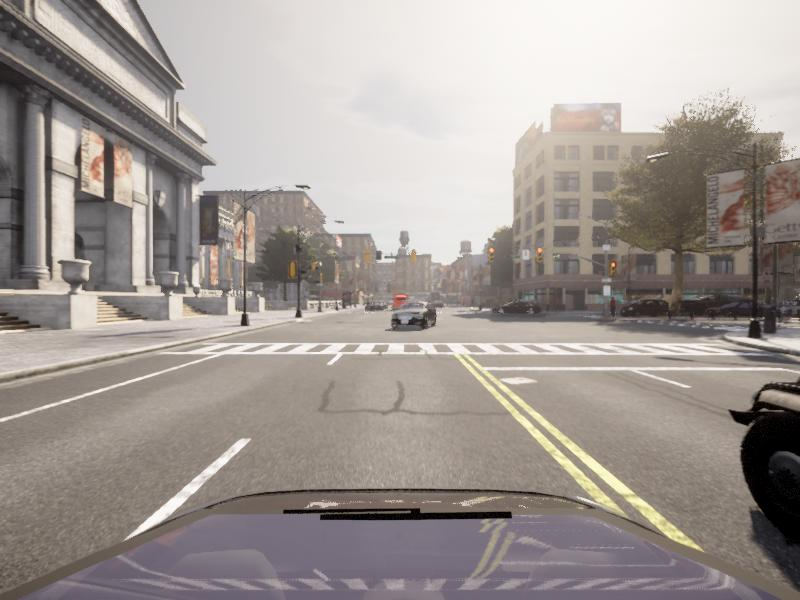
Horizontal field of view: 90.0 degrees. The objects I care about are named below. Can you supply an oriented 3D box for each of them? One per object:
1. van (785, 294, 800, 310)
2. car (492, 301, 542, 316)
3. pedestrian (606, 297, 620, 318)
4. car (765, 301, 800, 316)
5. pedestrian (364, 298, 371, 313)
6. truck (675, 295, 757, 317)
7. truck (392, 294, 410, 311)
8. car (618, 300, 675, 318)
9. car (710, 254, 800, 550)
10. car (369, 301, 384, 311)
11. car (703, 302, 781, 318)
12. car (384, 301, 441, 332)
[{"bbox_3d":[65.646,0.319,64.138,1.988,2.561,5.915,0,0,-1],"label":"van"},{"bbox_3d":[12.052,0.842,41.225,4.892,1.490,1.837,0,0,18],"label":"car"},{"bbox_3d":[18.305,0.635,34.346,0.751,1.860,0.751,0,0,-22],"label":"pedestrian"},{"bbox_3d":[38.795,0.825,39.569,3.633,1.501,1.845,0,0,0],"label":"car"},{"bbox_3d":[-3.963,0.633,49.029,0.751,1.860,0.751,0,0,-3],"label":"pedestrian"},{"bbox_3d":[31.108,0.540,39.545,6.274,2.098,2.390,0,0,0],"label":"truck"},{"bbox_3d":[0.144,0.352,61.222,2.627,2.467,5.204,0,0,0],"label":"truck"},{"bbox_3d":[22.159,0.786,36.045,3.988,1.617,1.851,0,0,0],"label":"car"},{"bbox_3d":[3.508,0.646,1.349,1.905,1.878,3.866,0,0,-1],"label":"car"},{"bbox_3d":[-3.354,0.849,58.746,1.970,1.475,3.806,0,0,0],"label":"car"},{"bbox_3d":[30.728,0.893,36.060,5.357,1.411,2.033,0,0,0],"label":"car"},{"bbox_3d":[0.843,0.836,22.362,2.128,1.511,4.902,0,0,14],"label":"car"}]
